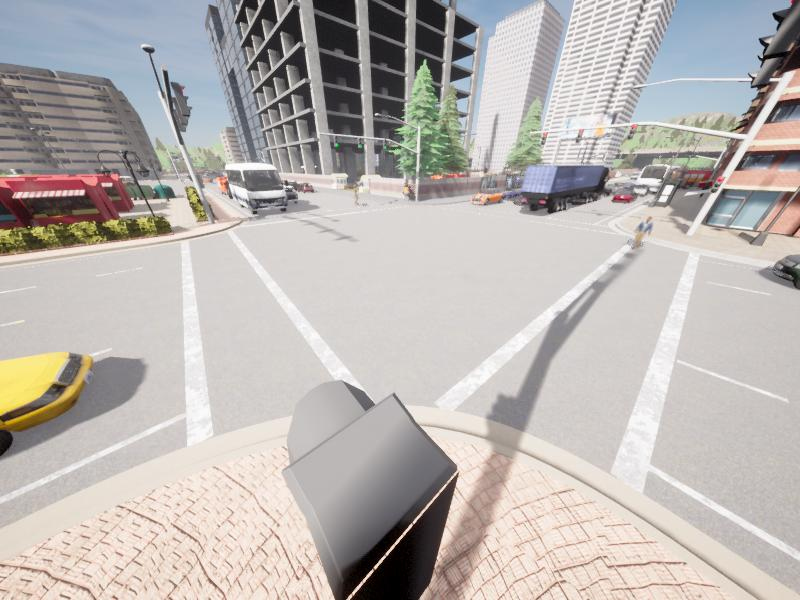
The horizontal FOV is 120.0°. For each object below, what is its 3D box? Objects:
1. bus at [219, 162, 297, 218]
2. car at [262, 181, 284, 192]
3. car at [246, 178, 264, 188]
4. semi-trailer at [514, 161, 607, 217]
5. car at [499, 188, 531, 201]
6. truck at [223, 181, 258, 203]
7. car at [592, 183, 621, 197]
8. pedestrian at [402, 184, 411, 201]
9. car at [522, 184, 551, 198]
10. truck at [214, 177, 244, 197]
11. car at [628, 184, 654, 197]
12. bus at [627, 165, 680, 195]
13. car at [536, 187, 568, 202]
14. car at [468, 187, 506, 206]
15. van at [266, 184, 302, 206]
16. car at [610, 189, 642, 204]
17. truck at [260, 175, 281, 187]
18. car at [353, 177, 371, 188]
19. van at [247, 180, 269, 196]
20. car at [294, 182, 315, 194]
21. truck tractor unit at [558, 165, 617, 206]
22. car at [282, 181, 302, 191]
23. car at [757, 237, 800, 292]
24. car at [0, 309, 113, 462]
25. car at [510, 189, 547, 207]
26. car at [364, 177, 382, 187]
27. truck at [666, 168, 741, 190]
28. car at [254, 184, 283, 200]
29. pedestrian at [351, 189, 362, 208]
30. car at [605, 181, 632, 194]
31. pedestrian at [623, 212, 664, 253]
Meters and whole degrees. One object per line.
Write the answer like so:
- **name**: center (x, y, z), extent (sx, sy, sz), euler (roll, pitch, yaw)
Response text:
- **bus**: center (-14.921, -11.711, 23.927), extent (3.944, 4.253, 10.273), euler (-23, 37, -34)
- **car**: center (-23.532, -20.909, 42.599), extent (2.128, 1.511, 4.902), euler (-23, 37, -34)
- **car**: center (-32.513, -26.245, 51.732), extent (2.152, 1.651, 5.027), euler (-23, 37, -34)
- **semi-trailer**: center (17.649, -12.247, 24.797), extent (14.254, 4.402, 2.717), euler (-23, 37, -34)
- **car**: center (16.067, -14.798, 32.341), extent (4.718, 1.301, 1.895), euler (-23, 37, -34)
- **truck**: center (-21.586, -14.612, 31.105), extent (2.390, 2.098, 6.274), euler (-23, 37, -34)
- **car**: center (32.536, -17.274, 36.285), extent (5.238, 1.638, 1.930), euler (-23, 37, -34)
- **pedestrian**: center (0.833, -13.470, 29.010), extent (0.751, 1.860, 0.751), euler (-25, 38, -36)
- **car**: center (21.384, -17.126, 36.131), extent (5.008, 1.535, 1.882), euler (-23, 37, -34)
- **truck**: center (-27.340, -18.161, 36.881), extent (2.627, 2.467, 5.204), euler (-23, 37, -34)
- **car**: center (37.711, -17.139, 36.085), extent (3.988, 1.617, 1.851), euler (-23, 37, -34)
- **bus**: center (44.608, -21.250, 40.558), extent (10.273, 4.253, 3.944), euler (-23, 37, -34)
- **car**: center (21.150, -14.728, 32.022), extent (4.892, 1.490, 1.837), euler (-23, 37, -34)
- **car**: center (10.696, -12.768, 28.325), extent (4.553, 1.767, 2.097), euler (-23, 37, -34)
- **van**: center (-14.139, -12.869, 28.144), extent (2.069, 2.038, 4.480), euler (-26, 39, -38)
- **car**: center (29.833, -13.745, 30.444), extent (4.181, 1.385, 1.994), euler (-22, 37, -33)
- **truck**: center (-30.613, -28.036, 54.361), extent (2.390, 2.098, 6.274), euler (-23, 38, -34)
- **car**: center (-8.128, -24.929, 48.916), extent (1.905, 1.878, 3.866), euler (-23, 37, -34)
- **van**: center (-22.874, -18.026, 37.131), extent (1.775, 1.987, 4.442), euler (-23, 37, -34)
- **car**: center (-16.556, -19.550, 40.149), extent (1.851, 1.617, 3.988), euler (-23, 37, -34)
- **truck tractor unit**: center (23.719, -14.688, 29.260), extent (6.516, 4.208, 3.053), euler (-23, 37, -34)
- **car**: center (-20.828, -22.030, 44.514), extent (1.882, 1.535, 5.008), euler (-23, 37, -34)
- **car**: center (16.217, -0.903, 7.905), extent (3.705, 1.549, 1.789), euler (21, 36, 32)
- **car**: center (-8.178, 2.036, 2.900), extent (5.366, 1.575, 1.801), euler (-22, 36, -33)
- **car**: center (15.622, -12.414, 28.014), extent (4.892, 1.490, 1.837), euler (-23, 37, -34)
- **car**: center (-5.875, -25.875, 50.553), extent (1.905, 1.878, 3.866), euler (-23, 37, -34)
- **truck**: center (61.357, -24.761, 47.069), extent (8.468, 3.827, 2.891), euler (6, 31, 11)
- **car**: center (-18.829, -15.486, 33.095), extent (2.152, 1.651, 5.027), euler (-23, 37, -34)
- **pedestrian**: center (-4.754, -11.063, 25.160), extent (0.751, 1.860, 0.751), euler (-23, 37, -34)
- **car**: center (38.199, -19.654, 40.376), extent (4.611, 1.667, 2.242), euler (-23, 37, -34)
- **pedestrian**: center (12.761, -3.551, 12.137), extent (0.751, 1.860, 0.751), euler (-20, 36, -31)
